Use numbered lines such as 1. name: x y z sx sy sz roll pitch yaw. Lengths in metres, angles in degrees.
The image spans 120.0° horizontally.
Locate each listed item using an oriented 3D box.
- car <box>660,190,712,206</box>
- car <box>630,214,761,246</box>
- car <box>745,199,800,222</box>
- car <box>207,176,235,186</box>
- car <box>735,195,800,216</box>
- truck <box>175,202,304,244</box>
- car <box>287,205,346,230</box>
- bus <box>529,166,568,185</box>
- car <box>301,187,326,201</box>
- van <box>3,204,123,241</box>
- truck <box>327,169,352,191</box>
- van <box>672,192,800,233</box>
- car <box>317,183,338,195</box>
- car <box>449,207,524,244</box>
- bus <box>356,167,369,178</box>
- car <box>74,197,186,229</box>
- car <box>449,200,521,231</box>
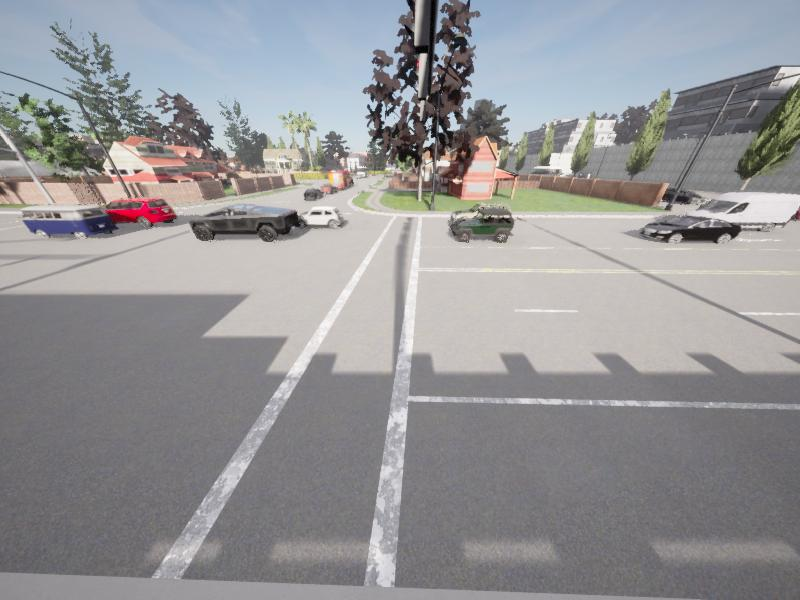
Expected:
1. car: 36.303 -13.060 29.475 1.789 1.549 3.705 0 30 1
2. car: 18.376 -4.493 14.675 4.902 1.511 2.128 1 30 1
3. car: 35.964 -8.368 21.423 1.970 1.475 3.806 3 30 5
4. car: -41.730 -27.833 53.957 4.605 1.855 1.932 0 30 0
5. car: 39.697 -10.003 24.239 1.837 1.490 4.892 1 30 1
6. truck: -10.100 -5.097 15.124 6.274 2.098 2.390 1 30 1
7. car: -6.426 -6.531 18.237 3.806 1.475 1.970 1 30 1
8. bus: 40.526 -34.373 63.691 3.944 4.253 10.273 0 30 1
9. car: -12.737 -15.821 34.315 1.837 1.490 4.892 0 30 0
10. van: -22.152 -5.210 15.397 4.442 1.987 1.775 1 30 1
11. truck: -12.760 -26.117 49.820 2.891 3.827 8.468 0 30 0
12. van: 25.007 -6.520 17.160 5.915 2.561 1.988 1 30 1
13. car: -12.730 -19.718 40.937 2.152 1.651 5.027 0 30 0
14. car: 5.337 -4.817 14.857 3.866 1.878 1.905 1 30 1
15. bus: -16.290 -55.543 100.349 3.944 4.253 10.273 0 30 0
16. car: -21.160 -6.975 18.390 5.566 2.045 2.150 1 30 1
17. car: 6.349 -6.540 17.847 4.605 1.855 1.932 0 30 2
